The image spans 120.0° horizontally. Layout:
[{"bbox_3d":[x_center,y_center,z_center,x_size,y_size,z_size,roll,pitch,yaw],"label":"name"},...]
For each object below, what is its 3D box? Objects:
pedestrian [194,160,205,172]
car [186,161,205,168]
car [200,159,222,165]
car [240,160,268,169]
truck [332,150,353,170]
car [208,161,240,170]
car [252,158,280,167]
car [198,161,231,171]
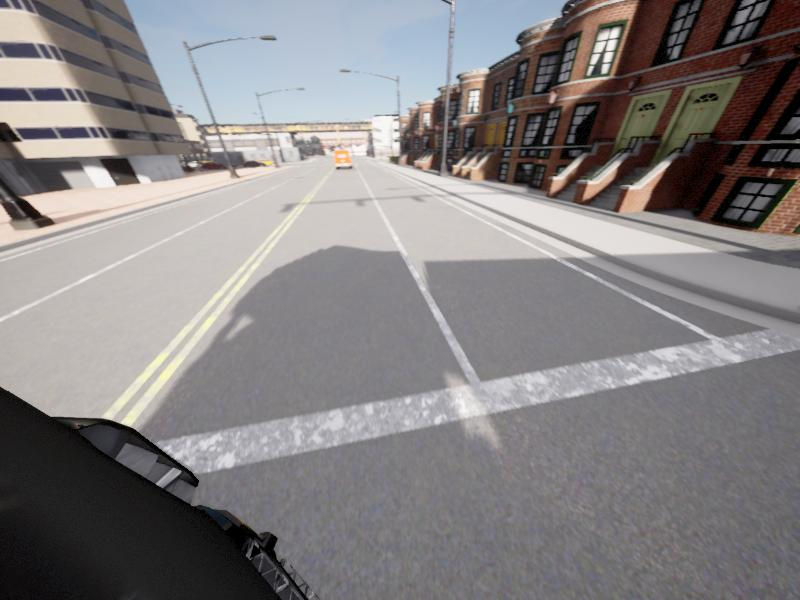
[{"bbox_3d":[-36.585,-24.431,42.152,0.751,1.860,0.751,-13,35,-16],"label":"pedestrian"},{"bbox_3d":[-63.389,-42.038,71.617,3.806,1.475,1.970,-9,34,-8],"label":"car"},{"bbox_3d":[-64.051,-46.764,78.257,5.027,1.636,2.152,-8,33,-9],"label":"car"},{"bbox_3d":[-32.319,-30.203,51.329,4.674,1.442,1.812,-9,34,-9],"label":"car"},{"bbox_3d":[-8.962,-22.169,36.451,2.627,2.467,5.204,-7,33,-8],"label":"truck"},{"bbox_3d":[-40.270,-30.895,53.104,5.357,1.411,2.033,-9,34,-9],"label":"car"},{"bbox_3d":[-31.490,-32.324,54.435,5.008,1.535,1.882,-9,34,-9],"label":"car"},{"bbox_3d":[-40.101,-29.063,50.071,4.856,1.649,2.033,-9,34,-9],"label":"car"}]
